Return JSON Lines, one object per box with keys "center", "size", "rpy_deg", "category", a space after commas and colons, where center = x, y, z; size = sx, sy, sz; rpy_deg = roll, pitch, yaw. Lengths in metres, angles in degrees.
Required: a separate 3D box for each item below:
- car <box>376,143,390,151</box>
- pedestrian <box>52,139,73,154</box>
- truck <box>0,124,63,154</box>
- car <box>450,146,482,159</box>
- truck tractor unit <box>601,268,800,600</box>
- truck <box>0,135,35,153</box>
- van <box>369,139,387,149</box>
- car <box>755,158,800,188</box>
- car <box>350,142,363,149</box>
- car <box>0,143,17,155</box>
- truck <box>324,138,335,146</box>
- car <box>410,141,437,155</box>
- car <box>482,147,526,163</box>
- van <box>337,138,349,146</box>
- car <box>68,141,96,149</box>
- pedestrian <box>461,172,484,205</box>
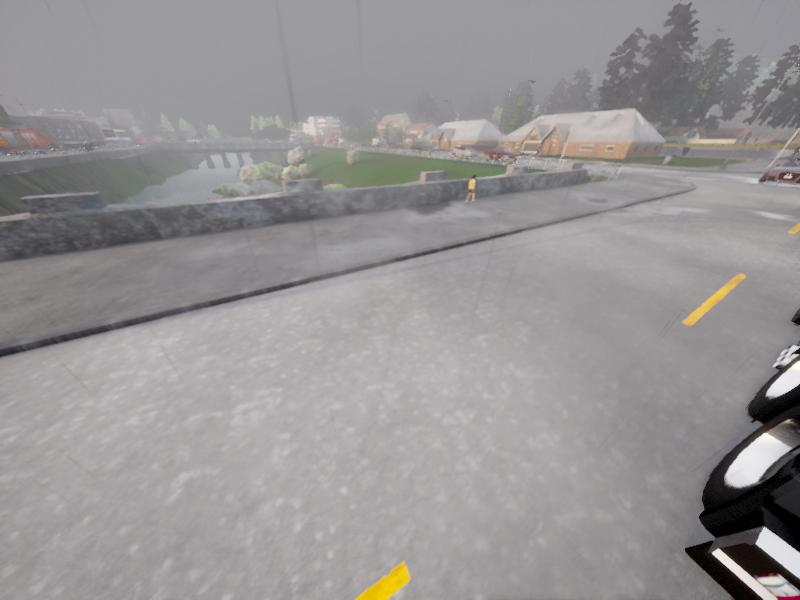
{"center": [-4.083, -37.032, 55.792], "size": [1.851, 1.617, 3.988], "rpy_deg": [-18, 39, -24], "category": "car"}
{"center": [-50.516, -22.935, 34.599], "size": [0.751, 1.860, 0.751], "rpy_deg": [-16, 38, -22], "category": "pedestrian"}
{"center": [-64.727, -27.962, 40.171], "size": [2.891, 3.827, 8.468], "rpy_deg": [-18, 39, -24], "category": "truck"}
{"center": [10.003, -22.700, 35.407], "size": [2.007, 1.525, 4.514], "rpy_deg": [-18, 39, -24], "category": "car"}
{"center": [5.120, -0.290, 0.776], "size": [6.516, 4.208, 3.053], "rpy_deg": [-18, 39, -24], "category": "truck tractor unit"}
{"center": [-69.737, -27.837, 41.130], "size": [2.627, 2.467, 5.204], "rpy_deg": [-18, 39, -24], "category": "truck"}
{"center": [-6.266, -44.236, 65.405], "size": [2.351, 2.431, 6.366], "rpy_deg": [-18, 39, -24], "category": "van"}
{"center": [25.834, -8.330, 15.056], "size": [4.181, 1.385, 1.994], "rpy_deg": [-18, 39, -24], "category": "car"}
{"center": [-12.894, -45.974, 68.565], "size": [2.038, 1.542, 4.974], "rpy_deg": [-18, 39, -24], "category": "car"}
{"center": [-60.060, -22.248, 34.063], "size": [1.816, 1.474, 4.193], "rpy_deg": [-18, 39, -24], "category": "car"}
{"center": [-27.075, -60.738, 88.867], "size": [2.627, 2.467, 5.204], "rpy_deg": [-18, 39, -24], "category": "truck"}
{"center": [4.371, -28.635, 43.418], "size": [2.150, 2.045, 5.566], "rpy_deg": [-18, 39, -24], "category": "car"}
{"center": [13.495, -19.194, 30.395], "size": [1.882, 1.535, 5.008], "rpy_deg": [-17, 39, -24], "category": "car"}
{"center": [-21.933, -60.147, 88.103], "size": [2.351, 2.431, 6.366], "rpy_deg": [-18, 39, -24], "category": "van"}
{"center": [-73.581, -36.012, 53.612], "size": [2.038, 1.542, 4.974], "rpy_deg": [-18, 39, -24], "category": "car"}
{"center": [2.921, -4.517, 9.347], "size": [0.500, 1.100, 0.500], "rpy_deg": [-22, 41, -29], "category": "pedestrian"}
